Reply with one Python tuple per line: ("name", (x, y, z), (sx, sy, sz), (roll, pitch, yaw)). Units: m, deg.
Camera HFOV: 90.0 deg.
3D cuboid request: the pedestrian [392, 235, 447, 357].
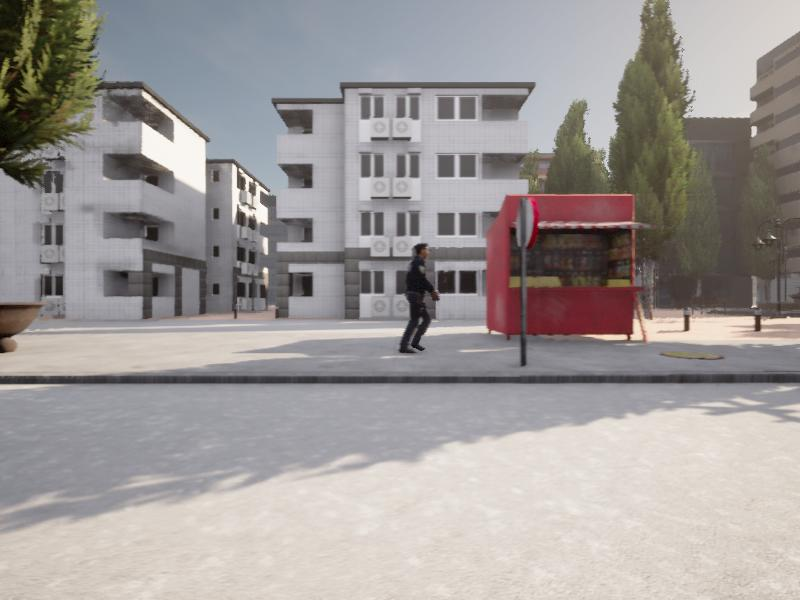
("pedestrian", (0.293, -0.066, 6.507), (0.751, 1.860, 0.751), (0, 0, -9))
